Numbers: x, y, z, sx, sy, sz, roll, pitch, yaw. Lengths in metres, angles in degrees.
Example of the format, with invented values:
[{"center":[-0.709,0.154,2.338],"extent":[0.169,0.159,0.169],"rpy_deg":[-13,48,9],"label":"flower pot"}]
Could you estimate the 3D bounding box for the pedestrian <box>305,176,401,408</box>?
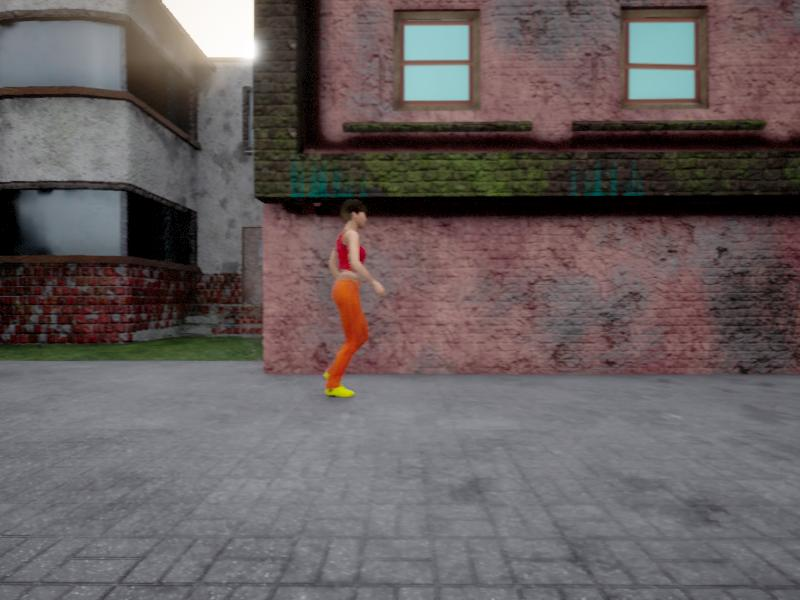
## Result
[{"center":[-0.462,-0.065,3.673],"extent":[0.751,1.860,0.751],"rpy_deg":[0,0,-17],"label":"pedestrian"}]
